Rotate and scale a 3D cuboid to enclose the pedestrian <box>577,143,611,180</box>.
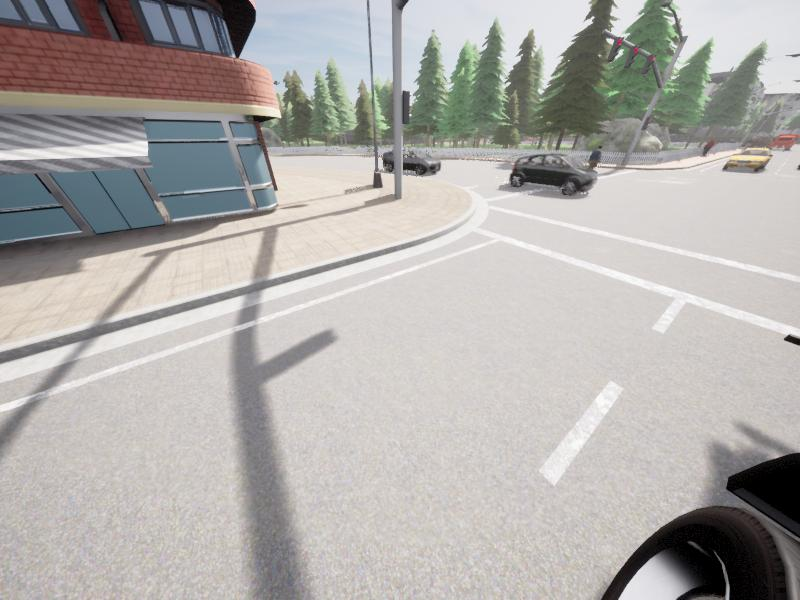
[{"bbox_3d":[11.786,-8.435,14.071,0.751,1.860,0.751,-22,41,-28],"label":"pedestrian"}]

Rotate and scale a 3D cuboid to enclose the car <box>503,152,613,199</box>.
[{"bbox_3d":[7.389,-6.174,11.198,1.789,1.549,3.705,-25,42,-31],"label":"car"}]

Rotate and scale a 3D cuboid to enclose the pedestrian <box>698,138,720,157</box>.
[{"bbox_3d":[36.685,-18.115,27.458,0.751,1.860,0.751,-22,41,-28],"label":"pedestrian"}]

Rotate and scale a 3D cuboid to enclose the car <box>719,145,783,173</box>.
[{"bbox_3d":[27.846,-11.244,18.314,5.366,1.575,1.801,-21,40,-27],"label":"car"}]

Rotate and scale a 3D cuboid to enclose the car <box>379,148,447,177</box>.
[{"bbox_3d":[0.830,-10.164,16.918,4.514,1.525,2.007,24,42,31],"label":"car"}]

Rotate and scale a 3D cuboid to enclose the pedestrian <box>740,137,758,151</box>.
[{"bbox_3d":[57.649,-25.739,38.137,0.751,1.860,0.751,-22,40,-27],"label":"pedestrian"}]

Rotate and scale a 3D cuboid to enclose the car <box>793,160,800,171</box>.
[{"bbox_3d":[33.612,-11.119,18.182,4.792,1.488,2.163,-22,41,-28],"label":"car"}]

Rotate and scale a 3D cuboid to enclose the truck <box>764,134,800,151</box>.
[{"bbox_3d":[68.360,-28.110,41.202,5.204,2.467,2.627,-22,41,-28],"label":"truck"}]

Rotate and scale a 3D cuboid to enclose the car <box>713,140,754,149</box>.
[{"bbox_3d":[73.324,-34.365,50.890,1.837,1.490,4.892,-19,39,-25],"label":"car"}]

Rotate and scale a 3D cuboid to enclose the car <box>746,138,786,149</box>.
[{"bbox_3d":[79.010,-33.992,50.003,3.866,1.878,1.905,23,41,29],"label":"car"}]

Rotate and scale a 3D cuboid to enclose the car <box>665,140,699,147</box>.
[{"bbox_3d":[68.798,-38.296,56.502,1.837,1.490,4.892,-21,40,-27],"label":"car"}]
